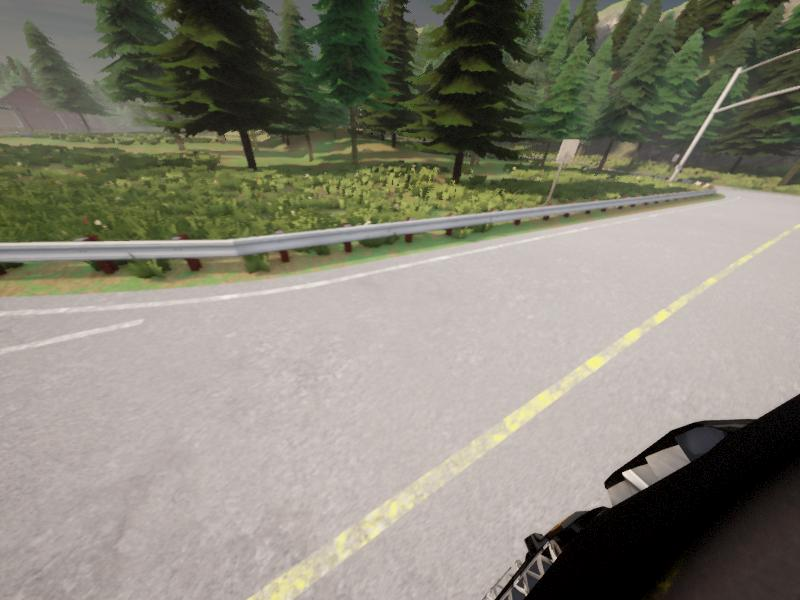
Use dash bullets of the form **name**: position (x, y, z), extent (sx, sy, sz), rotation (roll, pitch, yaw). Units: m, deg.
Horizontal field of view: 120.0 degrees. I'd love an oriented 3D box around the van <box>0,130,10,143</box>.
- **van**: position (-66.559, -26.357, 36.935), extent (2.069, 2.038, 4.480), rotation (-16, 38, -26)
